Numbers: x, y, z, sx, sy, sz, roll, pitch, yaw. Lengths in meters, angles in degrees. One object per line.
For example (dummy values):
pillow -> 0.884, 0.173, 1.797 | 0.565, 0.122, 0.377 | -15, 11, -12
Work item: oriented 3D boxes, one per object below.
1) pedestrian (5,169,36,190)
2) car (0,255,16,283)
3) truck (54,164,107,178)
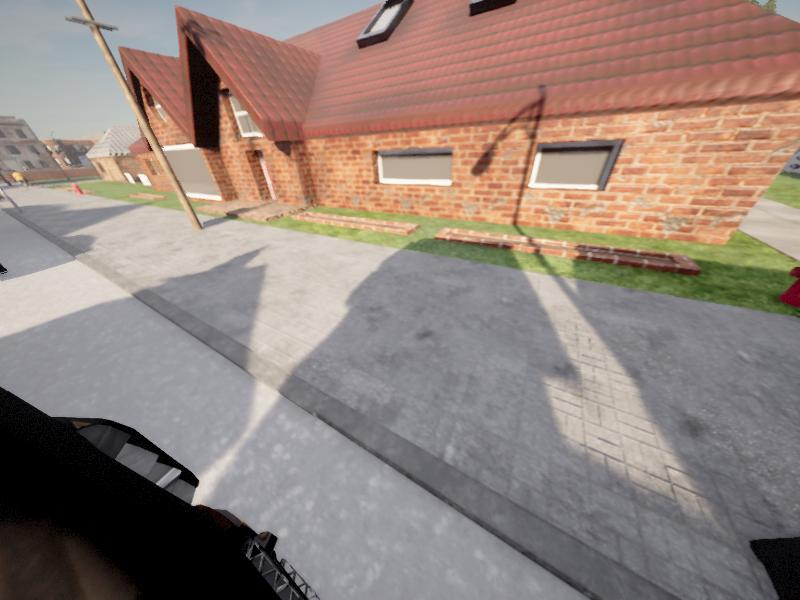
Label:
pedestrian -> -38.717, -12.310, 23.586 | 0.751, 1.860, 0.751 | 27, 44, 37
car -> -11.571, -1.262, 5.362 | 5.008, 1.535, 1.882 | 16, 38, 26
truck -> -69.970, -28.415, 50.699 | 2.390, 2.098, 6.274 | 16, 38, 26
